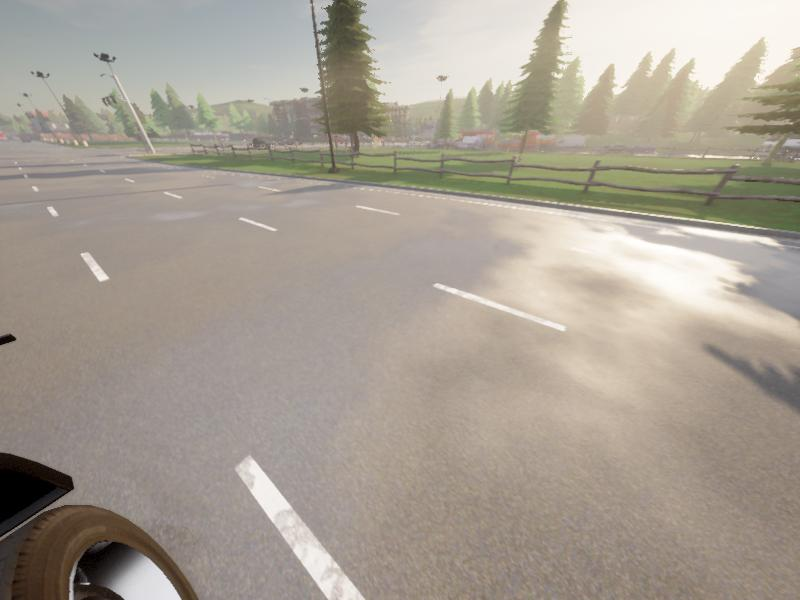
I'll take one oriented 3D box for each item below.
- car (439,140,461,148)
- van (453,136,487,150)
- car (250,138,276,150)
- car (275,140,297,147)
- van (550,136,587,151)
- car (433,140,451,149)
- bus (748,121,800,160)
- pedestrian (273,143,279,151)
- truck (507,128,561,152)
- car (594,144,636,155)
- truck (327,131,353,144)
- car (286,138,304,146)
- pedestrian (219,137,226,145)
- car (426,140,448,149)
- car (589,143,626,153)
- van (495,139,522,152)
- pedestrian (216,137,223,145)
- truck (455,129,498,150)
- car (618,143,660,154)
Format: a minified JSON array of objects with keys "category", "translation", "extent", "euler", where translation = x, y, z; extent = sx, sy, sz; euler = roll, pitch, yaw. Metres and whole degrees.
[{"category":"car","translation":[12.824,-40.313,59.731],"extent":[5.027,1.651,2.152],"euler":[22,41,28]},{"category":"van","translation":[15.359,-34.664,51.055],"extent":[6.366,2.431,2.351],"euler":[22,41,28]},{"category":"car","translation":[-28.442,-32.431,47.940],"extent":[1.905,1.878,3.866],"euler":[23,41,28]},{"category":"car","translation":[-30.404,-42.101,61.945],"extent":[1.837,1.490,4.892],"euler":[23,41,28]},{"category":"van","translation":[36.101,-33.608,49.626],"extent":[5.915,2.561,1.988],"euler":[22,41,28]},{"category":"car","translation":[10.475,-38.807,57.587],"extent":[3.988,1.617,1.851],"euler":[22,41,28]},{"category":"bus","translation":[56.363,-20.930,30.418],"extent":[10.273,4.253,3.944],"euler":[22,41,28]},{"category":"pedestrian","translation":[-21.415,-26.366,39.786],"extent":[0.500,1.100,0.500],"euler":[25,42,31]},{"category":"truck","translation":[27.276,-32.807,47.329],"extent":[8.468,3.827,2.891],"euler":[22,41,28]},{"category":"car","translation":[36.380,-25.635,39.279],"extent":[4.892,1.490,1.837],"euler":[23,41,28]},{"category":"truck","translation":[-21.870,-59.270,84.331],"extent":[8.468,3.827,2.891],"euler":[-1,35,-2]},{"category":"car","translation":[-30.334,-45.775,66.832],"extent":[1.905,1.878,3.866],"euler":[23,41,28]},{"category":"pedestrian","translation":[-48.113,-43.132,62.618],"extent":[0.751,1.860,0.751],"euler":[-30,45,-35]},{"category":"car","translation":[8.776,-37.041,55.054],"extent":[4.856,1.649,2.033],"euler":[22,41,28]},{"category":"car","translation":[39.064,-28.743,43.673],"extent":[4.514,1.525,2.007],"euler":[8,35,12]},{"category":"van","translation":[22.156,-31.686,47.285],"extent":[4.442,1.987,1.775],"euler":[22,41,28]},{"category":"pedestrian","translation":[-48.389,-42.669,61.960],"extent":[0.751,1.860,0.751],"euler":[27,43,32]},{"category":"truck","translation":[17.362,-36.885,53.009],"extent":[8.468,3.827,2.891],"euler":[22,41,28]},{"category":"car","translation":[43.412,-27.691,42.218],"extent":[5.008,1.535,1.882],"euler":[22,40,27]}]
